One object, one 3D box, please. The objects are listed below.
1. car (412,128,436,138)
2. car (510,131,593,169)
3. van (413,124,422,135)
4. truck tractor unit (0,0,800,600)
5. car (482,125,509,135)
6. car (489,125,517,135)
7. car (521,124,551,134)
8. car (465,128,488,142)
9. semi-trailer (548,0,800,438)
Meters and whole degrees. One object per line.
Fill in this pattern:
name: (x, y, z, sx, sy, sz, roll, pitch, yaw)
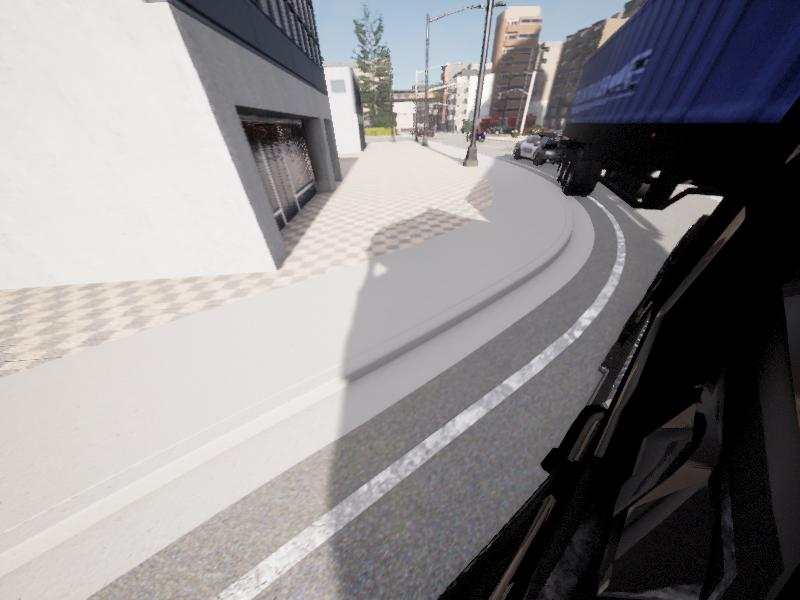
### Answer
car: (5.030, -35.038, 48.573, 2.033, 1.649, 4.856, -29, 45, -32)
car: (8.991, -9.472, 14.415, 2.038, 1.542, 4.974, -1, 37, 2)
van: (4.937, -48.886, 66.217, 1.988, 2.561, 5.915, -4, 37, -2)
truck tractor unit: (2.645, -0.295, 0.351, 6.516, 4.208, 3.053, -28, 44, -30)
car: (22.441, -40.158, 54.496, 5.238, 1.638, 1.930, -4, 37, -4)
car: (22.968, -38.087, 51.721, 5.238, 1.638, 1.930, -4, 37, -3)
car: (30.609, -38.551, 52.078, 5.366, 1.575, 1.801, -4, 37, -3)
car: (11.191, -24.328, 34.036, 1.845, 1.501, 3.633, -4, 37, -2)
semi-trailer: (6.466, -4.542, 5.598, 2.717, 4.402, 14.254, 13, 40, 19)
